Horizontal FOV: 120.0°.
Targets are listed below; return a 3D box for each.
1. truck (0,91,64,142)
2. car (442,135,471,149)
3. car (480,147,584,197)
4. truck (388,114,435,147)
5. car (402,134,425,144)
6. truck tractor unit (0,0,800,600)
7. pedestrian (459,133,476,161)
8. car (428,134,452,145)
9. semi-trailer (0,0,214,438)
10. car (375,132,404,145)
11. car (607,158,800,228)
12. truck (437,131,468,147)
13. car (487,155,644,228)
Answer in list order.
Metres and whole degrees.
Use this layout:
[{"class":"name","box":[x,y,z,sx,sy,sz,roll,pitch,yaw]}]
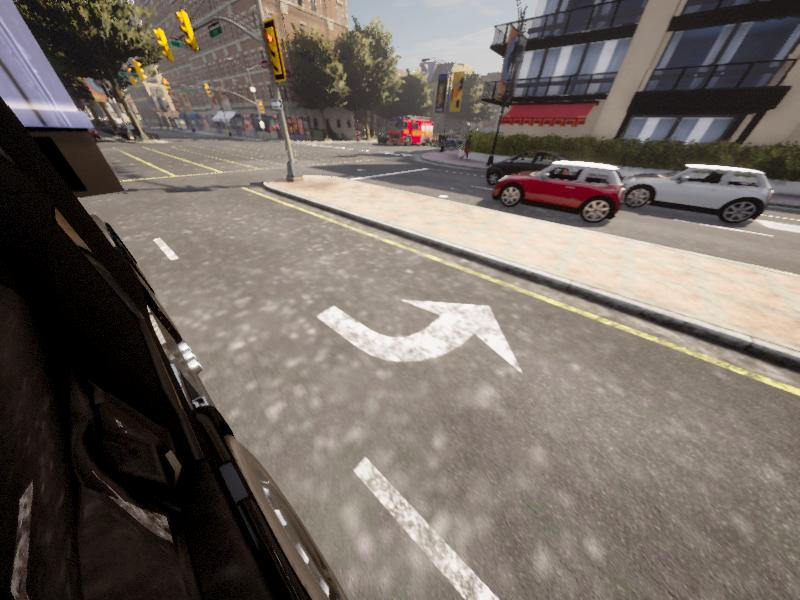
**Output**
[{"class":"truck","box":[-39.734,-19.420,24.559,8.468,3.827,2.891,27,43,30]},{"class":"car","box":[8.785,-24.579,35.914,2.033,1.649,4.856,27,43,30]},{"class":"car","box":[6.126,-6.236,11.049,3.705,1.549,1.789,28,43,30]},{"class":"truck","box":[1.924,-27.205,37.258,2.891,3.827,8.468,27,43,30]},{"class":"car","box":[2.615,-30.028,43.110,1.812,1.442,4.674,27,43,30]},{"class":"truck tractor unit","box":[-2.645,-0.295,0.351,6.516,4.208,3.053,28,44,30]},{"class":"pedestrian","box":[5.559,-12.595,19.059,0.751,1.860,0.751,-26,45,-32]},{"class":"car","box":[7.528,-30.236,43.534,1.801,1.575,5.366,27,43,30]},{"class":"semi-trailer","box":[-9.740,-2.541,2.807,14.254,4.402,2.717,14,37,15]},{"class":"car","box":[-1.664,-27.121,38.792,1.930,1.638,5.238,27,43,29]},{"class":"car","box":[10.298,-4.032,8.355,3.806,1.475,1.970,28,43,30]},{"class":"truck","box":[9.306,-28.404,40.715,2.390,2.098,6.274,27,43,30]},{"class":"car","box":[5.373,-3.887,7.901,3.806,1.475,1.970,28,43,30]}]
